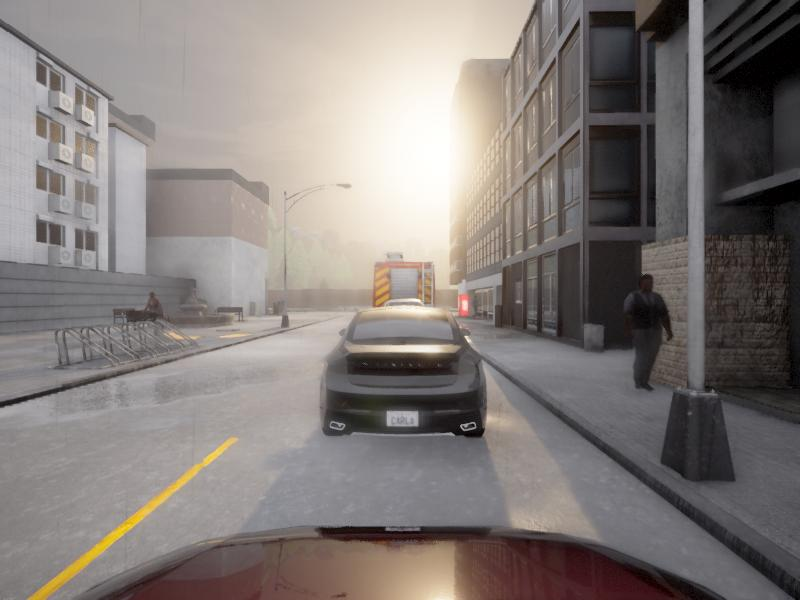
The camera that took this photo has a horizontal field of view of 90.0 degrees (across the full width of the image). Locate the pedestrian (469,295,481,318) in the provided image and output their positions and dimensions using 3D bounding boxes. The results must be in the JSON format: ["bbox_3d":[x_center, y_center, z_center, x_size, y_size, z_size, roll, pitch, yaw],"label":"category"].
[{"bbox_3d":[6.152,0.525,32.878,0.751,1.860,0.751,0,0,-6],"label":"pedestrian"}]

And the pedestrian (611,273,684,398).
[{"bbox_3d":[3.920,0.533,6.407,0.751,1.860,0.751,0,0,7],"label":"pedestrian"}]

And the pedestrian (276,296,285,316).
[{"bbox_3d":[-11.136,0.547,37.250,0.751,1.860,0.751,0,0,-10],"label":"pedestrian"}]

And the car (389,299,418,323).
[{"bbox_3d":[0.308,0.778,30.924,2.033,1.649,4.856,0,0,1],"label":"car"}]

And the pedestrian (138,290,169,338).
[{"bbox_3d":[-9.699,0.533,15.769,0.751,1.860,0.751,0,0,0],"label":"pedestrian"}]

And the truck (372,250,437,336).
[{"bbox_3d":[0.248,-0.321,22.112,2.891,3.827,8.468,0,0,1],"label":"truck"}]

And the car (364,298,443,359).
[{"bbox_3d":[0.140,0.781,13.363,2.152,1.651,5.027,0,0,1],"label":"car"}]

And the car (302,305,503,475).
[{"bbox_3d":[0.063,0.845,6.103,1.837,1.490,4.892,0,0,1],"label":"car"}]
